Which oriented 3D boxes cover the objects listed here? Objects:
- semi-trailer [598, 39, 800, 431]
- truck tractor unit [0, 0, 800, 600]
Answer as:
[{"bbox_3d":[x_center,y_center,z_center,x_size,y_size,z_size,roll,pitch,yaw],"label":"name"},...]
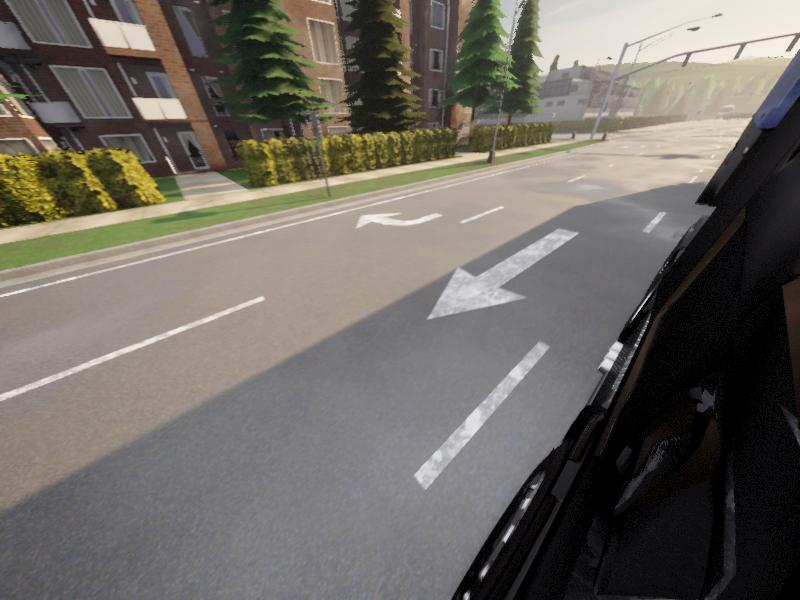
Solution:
[{"bbox_3d":[8.683,-3.614,4.245,14.254,4.402,2.717,-28,44,-30],"label":"semi-trailer"},{"bbox_3d":[2.645,-0.295,0.351,6.516,4.208,3.053,-28,44,-30],"label":"truck tractor unit"}]
